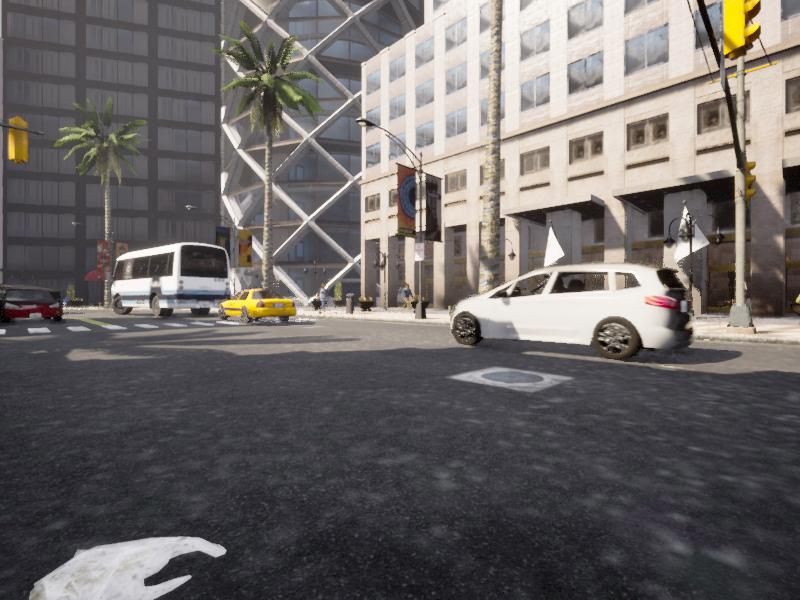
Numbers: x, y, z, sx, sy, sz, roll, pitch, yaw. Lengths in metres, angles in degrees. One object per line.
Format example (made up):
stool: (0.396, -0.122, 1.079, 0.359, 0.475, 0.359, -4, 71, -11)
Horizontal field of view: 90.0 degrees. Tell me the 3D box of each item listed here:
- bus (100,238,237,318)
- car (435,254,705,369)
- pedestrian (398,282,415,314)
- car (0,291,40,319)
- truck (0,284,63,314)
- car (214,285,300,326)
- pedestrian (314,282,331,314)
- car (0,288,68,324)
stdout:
bus: (-15.247, -1.135, 25.896, 10.273, 4.253, 3.944, 0, 0, 37)
car: (3.214, 0.157, 8.238, 2.242, 1.667, 4.611, 0, 0, -45)
pedestrian: (0.391, -0.115, 23.792, 0.751, 1.860, 0.751, 0, 0, 44)
car: (-22.382, 0.253, 22.695, 3.806, 1.475, 1.970, 0, 0, 32)
truck: (-28.286, -0.058, 29.662, 6.274, 2.098, 2.390, 0, 0, 22)
car: (-6.575, 0.201, 17.991, 1.801, 1.575, 5.366, 0, 0, -41)
pedestrian: (-4.638, -0.115, 23.904, 0.751, 1.860, 0.751, 0, 0, -31)
car: (-17.282, 0.251, 18.615, 4.792, 1.488, 2.163, 0, 0, 42)
